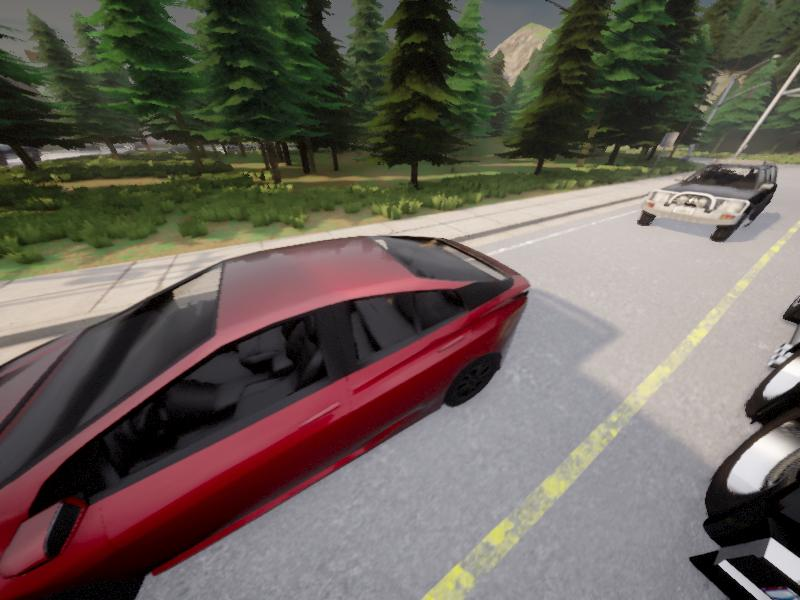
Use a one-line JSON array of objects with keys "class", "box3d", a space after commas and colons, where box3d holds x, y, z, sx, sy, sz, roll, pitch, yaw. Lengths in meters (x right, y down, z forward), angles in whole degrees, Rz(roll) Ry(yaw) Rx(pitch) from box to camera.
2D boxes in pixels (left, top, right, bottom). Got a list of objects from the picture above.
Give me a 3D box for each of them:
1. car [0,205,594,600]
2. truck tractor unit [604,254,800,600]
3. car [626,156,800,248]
[{"class": "car", "box3d": [-0.933, 0.408, 2.073, 4.514, 1.525, 2.007, -17, 39, -24]}, {"class": "truck tractor unit", "box3d": [5.093, -0.319, 0.807, 6.516, 4.208, 3.053, -19, 39, -25]}, {"class": "car", "box3d": [9.666, -3.221, 7.082, 4.605, 1.855, 1.932, -18, 39, -25]}]
